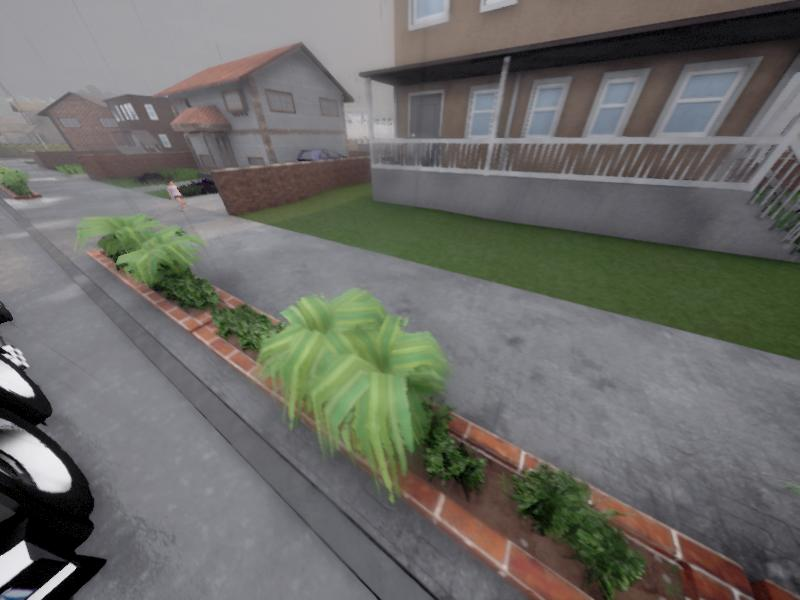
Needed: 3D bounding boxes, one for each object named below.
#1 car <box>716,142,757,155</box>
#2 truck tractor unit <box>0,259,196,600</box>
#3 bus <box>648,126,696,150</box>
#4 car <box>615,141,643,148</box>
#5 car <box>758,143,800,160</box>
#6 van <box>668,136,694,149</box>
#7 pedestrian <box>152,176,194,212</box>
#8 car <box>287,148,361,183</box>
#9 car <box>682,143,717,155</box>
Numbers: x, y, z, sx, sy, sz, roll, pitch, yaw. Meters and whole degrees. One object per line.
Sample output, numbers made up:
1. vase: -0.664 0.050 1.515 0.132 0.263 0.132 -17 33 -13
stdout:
1. car: 55.424 -25.157 38.220 2.033 1.649 4.856 19 39 25
2. truck tractor unit: -5.104 -0.307 0.793 6.516 4.208 3.053 19 39 25
3. bus: 63.482 -38.063 54.400 3.944 4.253 10.273 19 39 25
4. car: 59.766 -40.524 60.308 5.357 1.415 2.033 -5 35 -7
5. car: 48.308 -18.465 28.689 2.152 1.651 5.027 19 39 25
6. van: 70.217 -39.446 57.799 1.988 2.561 5.915 19 39 25
7. pedestrian: -8.245 -3.864 8.433 0.500 1.100 0.500 4 35 7
8. car: -4.289 -8.047 13.645 1.845 1.501 3.633 19 39 25
9. car: 52.525 -26.691 40.717 2.152 1.651 5.027 19 39 25
